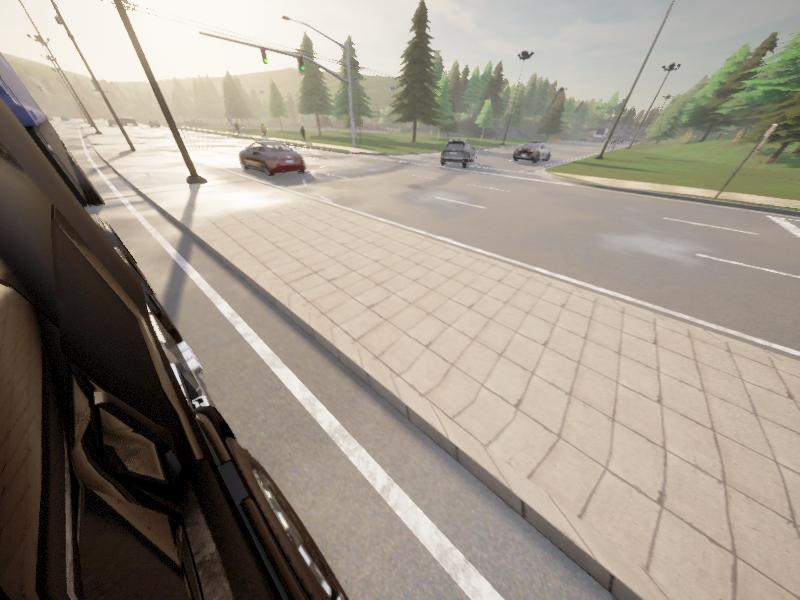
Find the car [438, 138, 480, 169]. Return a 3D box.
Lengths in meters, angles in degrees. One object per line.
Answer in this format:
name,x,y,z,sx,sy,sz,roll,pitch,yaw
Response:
car,4.591,-11.285,17.589,2.033,1.649,4.856,14,39,18

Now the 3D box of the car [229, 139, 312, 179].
car,-6.912,-7.629,12.291,4.181,1.385,1.994,28,44,30

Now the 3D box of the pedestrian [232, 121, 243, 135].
pedestrian,-28.564,-30.272,40.625,0.751,1.860,0.751,31,45,32

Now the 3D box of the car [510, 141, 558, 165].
car,12.220,-13.416,20.927,2.038,1.542,4.974,31,45,32

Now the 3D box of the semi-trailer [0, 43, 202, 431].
semi-trailer,-8.698,-3.589,4.252,14.254,4.402,2.717,28,44,30

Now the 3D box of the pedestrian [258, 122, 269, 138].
pedestrian,-20.452,-25.485,34.679,0.751,1.860,0.751,31,45,33

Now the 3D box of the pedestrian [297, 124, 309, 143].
pedestrian,-11.887,-20.428,28.399,0.751,1.860,0.751,31,46,33

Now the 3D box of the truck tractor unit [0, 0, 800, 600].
truck tractor unit,-2.645,-0.295,0.351,6.516,4.208,3.053,28,44,30
